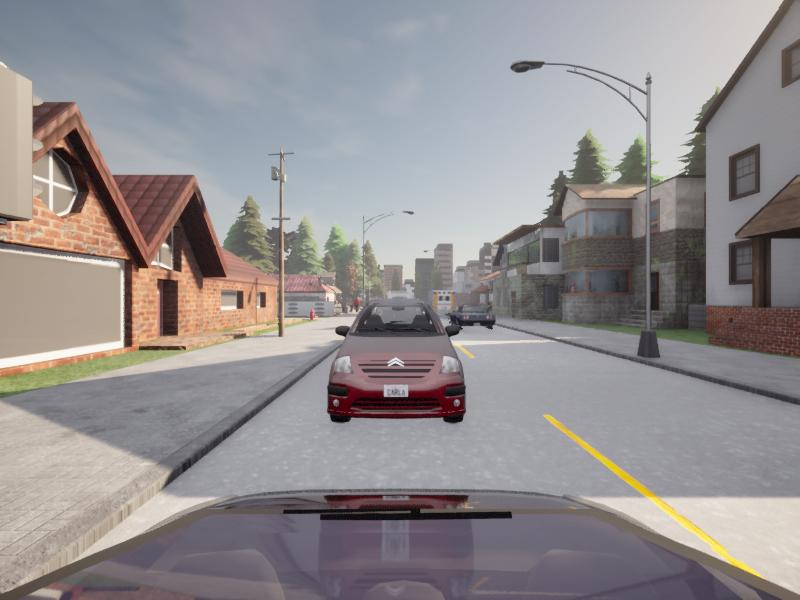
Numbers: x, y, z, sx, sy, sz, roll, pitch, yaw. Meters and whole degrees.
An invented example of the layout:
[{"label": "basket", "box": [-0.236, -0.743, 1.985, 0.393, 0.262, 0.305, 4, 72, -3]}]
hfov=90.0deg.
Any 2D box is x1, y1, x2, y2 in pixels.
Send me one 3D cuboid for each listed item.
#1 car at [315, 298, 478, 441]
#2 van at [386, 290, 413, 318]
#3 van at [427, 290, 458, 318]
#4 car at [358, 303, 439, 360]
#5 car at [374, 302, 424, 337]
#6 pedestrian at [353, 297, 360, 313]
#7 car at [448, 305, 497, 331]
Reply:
[{"label": "car", "box": [-0.037, 0.788, 6.527, 1.851, 1.617, 3.988, 0, 0, 0]}, {"label": "van", "box": [-0.028, 0.378, 37.698, 2.351, 2.431, 6.366, 0, 0, 0]}, {"label": "van", "box": [3.976, 0.378, 38.888, 2.351, 2.431, 6.366, 0, 0, 0]}, {"label": "car", "box": [-0.035, 0.851, 13.090, 2.163, 1.488, 4.792, 0, 0, 0]}, {"label": "car", "box": [-0.034, 0.851, 19.556, 2.163, 1.488, 4.792, 0, 0, 0]}, {"label": "pedestrian", "box": [-5.041, 0.533, 46.380, 0.751, 1.860, 0.751, 0, 0, -7]}, {"label": "car", "box": [3.968, 0.944, 22.710, 1.895, 1.301, 4.718, 0, 0, 0]}]
